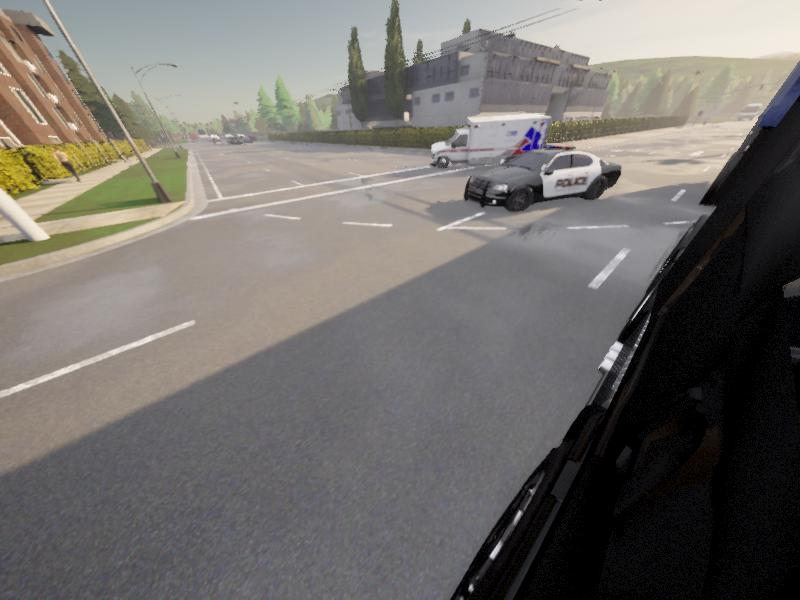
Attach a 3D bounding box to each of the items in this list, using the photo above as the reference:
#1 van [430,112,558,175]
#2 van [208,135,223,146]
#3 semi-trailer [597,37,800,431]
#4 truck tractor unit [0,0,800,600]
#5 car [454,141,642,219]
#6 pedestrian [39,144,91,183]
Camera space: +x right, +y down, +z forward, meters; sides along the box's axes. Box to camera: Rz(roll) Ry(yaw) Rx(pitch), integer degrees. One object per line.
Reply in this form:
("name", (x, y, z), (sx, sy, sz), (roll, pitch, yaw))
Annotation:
("van", (5.061, -9.287, 13.767), (6.366, 2.431, 2.351), (1, 43, 7))
("van", (-47.478, -41.123, 59.481), (2.069, 2.038, 4.480), (-26, 43, -28))
("semi-trailer", (8.733, -3.564, 4.218), (14.254, 4.402, 2.717), (-28, 43, -30))
("truck tractor unit", (2.645, -0.295, 0.351), (6.516, 4.208, 3.053), (-28, 44, -30))
("car", (4.580, -4.074, 7.542), (4.974, 1.542, 2.038), (-13, 38, -14))
("pedestrian", (-19.415, -7.926, 13.454), (0.751, 1.860, 0.751), (-26, 43, -28))
